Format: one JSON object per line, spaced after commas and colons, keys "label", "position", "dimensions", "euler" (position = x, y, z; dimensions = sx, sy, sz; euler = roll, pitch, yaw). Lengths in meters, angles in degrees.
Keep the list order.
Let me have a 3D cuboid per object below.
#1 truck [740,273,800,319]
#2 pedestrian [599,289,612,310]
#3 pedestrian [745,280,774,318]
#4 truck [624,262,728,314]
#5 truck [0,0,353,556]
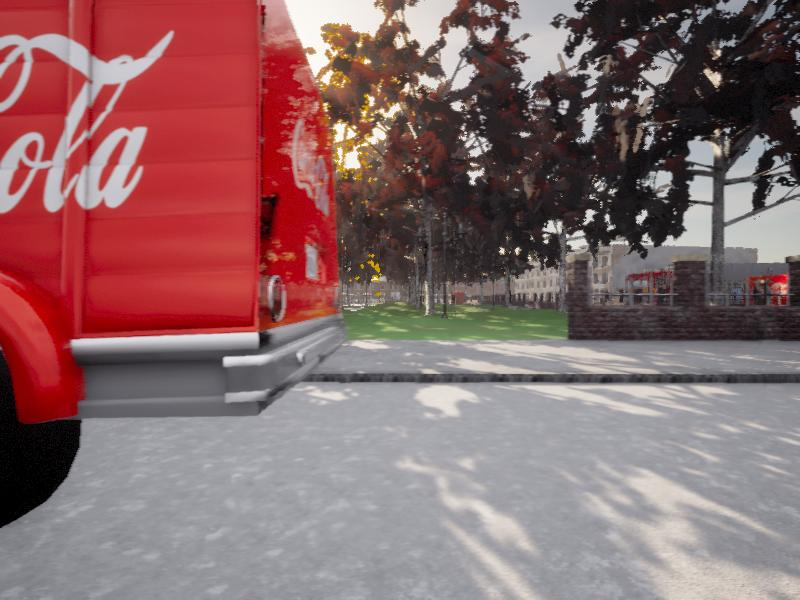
{"label": "truck", "position": [22.691, -0.222, 22.559], "dimensions": [2.627, 2.467, 5.204], "euler": [0, 0, -1]}
{"label": "pedestrian", "position": [17.911, -0.051, 34.848], "dimensions": [0.751, 1.860, 0.751], "euler": [0, 0, 0]}
{"label": "pedestrian", "position": [17.895, -0.049, 19.932], "dimensions": [0.751, 1.860, 0.751], "euler": [0, 0, 0]}
{"label": "truck", "position": [22.705, -0.904, 33.666], "dimensions": [2.891, 3.827, 8.468], "euler": [0, 0, 0]}
{"label": "truck", "position": [-3.116, -0.275, 2.710], "dimensions": [5.204, 2.467, 2.627], "euler": [-2, 0, 0]}
